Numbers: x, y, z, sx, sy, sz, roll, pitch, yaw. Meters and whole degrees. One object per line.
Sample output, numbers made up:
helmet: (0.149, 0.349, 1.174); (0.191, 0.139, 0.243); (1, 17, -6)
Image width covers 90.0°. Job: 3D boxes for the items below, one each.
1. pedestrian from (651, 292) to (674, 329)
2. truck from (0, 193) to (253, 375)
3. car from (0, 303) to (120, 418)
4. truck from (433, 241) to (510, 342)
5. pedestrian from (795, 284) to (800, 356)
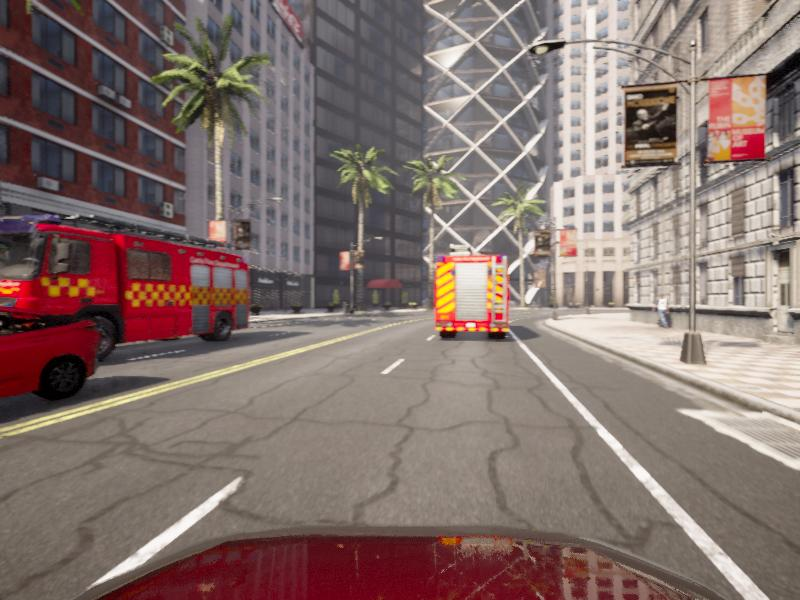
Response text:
pedestrian: (13.557, 0.514, 20.674); (0.751, 1.860, 0.751); (0, 0, 11)
truck: (-8.424, -0.343, 12.857); (2.891, 3.827, 8.468); (0, 0, 12)
car: (-6.416, 0.812, 5.106); (2.007, 1.525, 4.514); (0, 0, 11)
truck: (3.619, -0.316, 19.514); (2.891, 3.827, 8.468); (0, 0, 12)
pedestrian: (10.603, 0.509, 9.992); (0.751, 1.860, 0.751); (0, 0, 10)
